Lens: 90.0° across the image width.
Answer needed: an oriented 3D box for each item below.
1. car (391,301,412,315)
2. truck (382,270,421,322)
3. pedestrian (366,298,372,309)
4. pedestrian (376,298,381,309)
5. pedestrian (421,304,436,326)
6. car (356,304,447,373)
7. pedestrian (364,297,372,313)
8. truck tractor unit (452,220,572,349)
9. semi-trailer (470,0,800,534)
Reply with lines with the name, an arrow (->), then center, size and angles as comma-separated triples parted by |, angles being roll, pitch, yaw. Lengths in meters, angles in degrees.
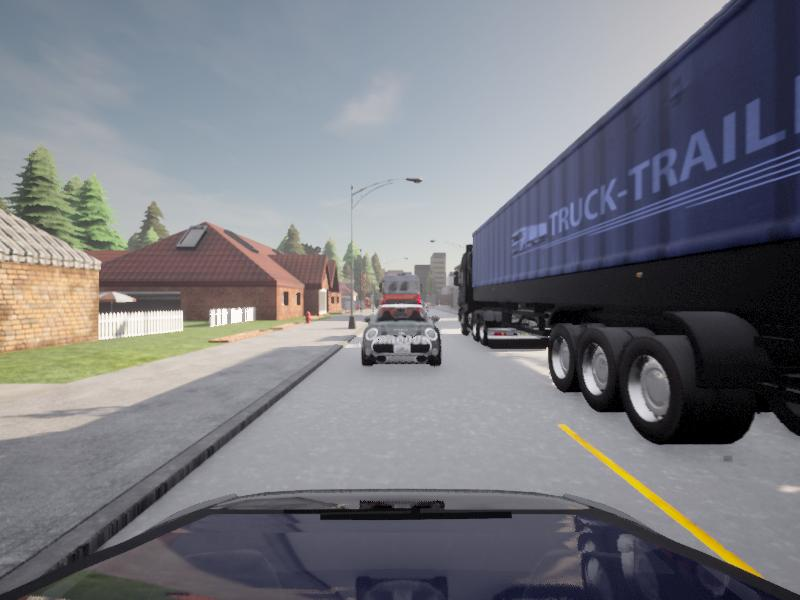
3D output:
car -> 0.147, 0.841, 43.873 | 2.128, 1.511, 4.902 | 0, 0, 0
truck -> 0.108, -0.317, 33.572 | 2.891, 3.827, 8.468 | 0, 0, 0
pedestrian -> -4.937, 0.539, 63.509 | 0.751, 1.860, 0.751 | 0, 0, 4
pedestrian -> -3.442, 0.539, 63.455 | 0.751, 1.860, 0.751 | 0, 0, -8
pedestrian -> 1.748, 0.920, 24.852 | 0.751, 1.300, 0.751 | 0, 0, -15
car -> 0.040, 0.854, 10.652 | 1.970, 1.475, 3.806 | 0, 0, 0
pedestrian -> -3.816, 0.537, 47.242 | 0.751, 1.860, 0.751 | 0, 0, 14
truck tractor unit -> 4.057, -0.496, 16.234 | 3.053, 4.208, 6.516 | 0, 0, 0
semi-trailer -> 4.044, -0.618, 8.314 | 2.717, 4.402, 14.254 | 0, 0, 0
